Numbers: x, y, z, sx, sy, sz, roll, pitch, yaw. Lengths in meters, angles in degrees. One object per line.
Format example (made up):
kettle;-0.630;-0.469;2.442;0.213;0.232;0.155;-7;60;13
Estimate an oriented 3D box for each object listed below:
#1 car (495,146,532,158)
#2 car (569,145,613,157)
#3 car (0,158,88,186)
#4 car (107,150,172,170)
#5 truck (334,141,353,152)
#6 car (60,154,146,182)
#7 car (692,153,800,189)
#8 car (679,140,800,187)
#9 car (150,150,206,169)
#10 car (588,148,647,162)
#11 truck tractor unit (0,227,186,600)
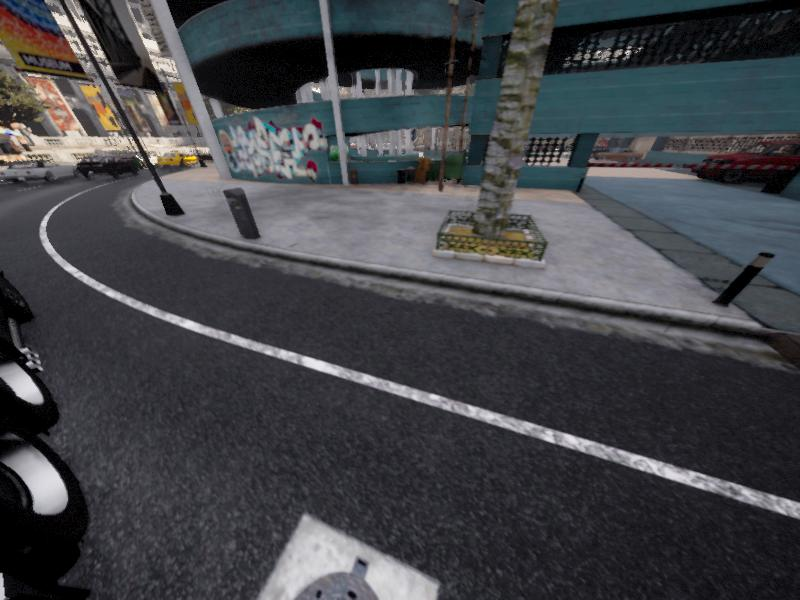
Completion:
car;17.922;-23.604;36.678;4.902;1.511;2.128;11;36;16
car;30.223;-23.673;36.731;4.786;1.482;2.161;11;36;16
car;-26.492;-9.622;17.180;1.895;1.301;4.718;-13;37;-18
car;-28.839;-15.711;25.855;2.038;1.542;4.974;-4;35;-5
truck;-15.766;-43.098;64.696;2.627;2.467;5.204;11;36;16
car;-23.455;-10.759;18.614;2.128;1.511;4.902;-13;37;-18
car;20.787;-7.423;13.214;4.514;1.523;2.007;11;36;16
car;20.730;-7.756;13.008;5.566;2.045;2.435;11;36;16
car;-25.491;-16.461;26.859;1.801;1.575;5.366;-3;35;-3
car;26.021;-17.480;27.858;4.718;1.301;1.895;11;36;16
truck tractor unit;-5.039;-0.361;0.910;6.516;4.208;3.053;20;38;27
